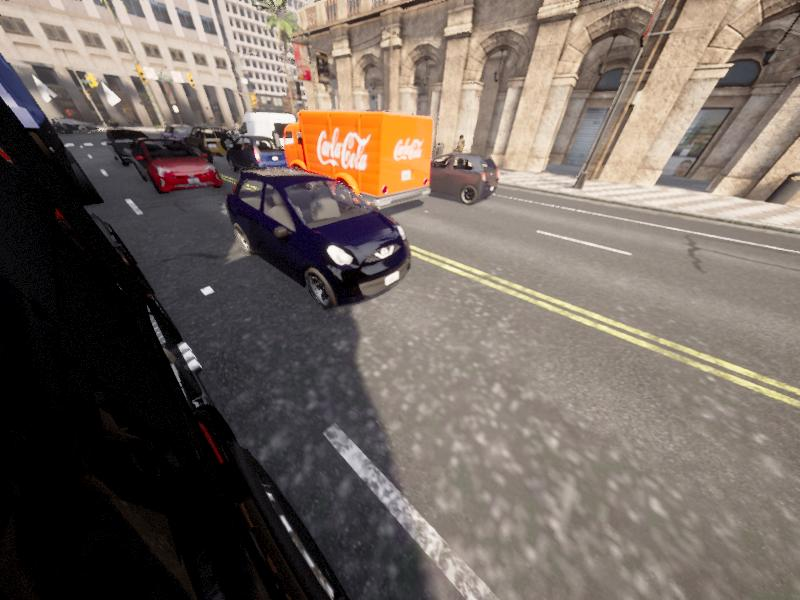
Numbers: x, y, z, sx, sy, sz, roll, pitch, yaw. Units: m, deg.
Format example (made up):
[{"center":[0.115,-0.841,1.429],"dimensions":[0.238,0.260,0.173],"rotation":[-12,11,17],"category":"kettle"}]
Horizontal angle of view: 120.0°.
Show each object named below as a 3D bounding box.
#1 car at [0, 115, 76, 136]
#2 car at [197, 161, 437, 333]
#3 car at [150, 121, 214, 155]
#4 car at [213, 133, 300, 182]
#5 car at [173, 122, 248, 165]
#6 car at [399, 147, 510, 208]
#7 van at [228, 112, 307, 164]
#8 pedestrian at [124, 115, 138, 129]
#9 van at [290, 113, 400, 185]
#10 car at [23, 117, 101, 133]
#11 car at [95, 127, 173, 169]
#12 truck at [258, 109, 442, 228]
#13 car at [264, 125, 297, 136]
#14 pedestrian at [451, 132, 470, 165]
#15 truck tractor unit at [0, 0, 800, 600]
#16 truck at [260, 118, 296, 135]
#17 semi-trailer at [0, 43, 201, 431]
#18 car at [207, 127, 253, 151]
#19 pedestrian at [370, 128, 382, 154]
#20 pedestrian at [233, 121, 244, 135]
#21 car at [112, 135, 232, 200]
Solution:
[{"center":[-37.725,-18.261,24.207],"dimensions":[1.851,1.617,3.988],"rotation":[28,44,30],"category":"car"},{"center":[-1.489,-1.314,4.038],"dimensions":[3.633,1.501,1.845],"rotation":[28,44,30],"category":"car"},{"center":[-16.434,-12.258,17.436],"dimensions":[4.553,1.767,2.097],"rotation":[29,44,30],"category":"car"},{"center":[-7.041,-7.112,11.342],"dimensions":[3.988,1.617,1.851],"rotation":[28,44,30],"category":"car"},{"center":[-11.810,-9.807,14.399],"dimensions":[4.605,1.855,1.932],"rotation":[28,44,30],"category":"car"},{"center":[1.970,-4.959,9.124],"dimensions":[3.633,1.501,1.845],"rotation":[28,44,30],"category":"car"},{"center":[-9.336,-11.497,16.265],"dimensions":[5.915,2.561,1.988],"rotation":[29,44,30],"category":"van"},{"center":[-43.952,-29.068,37.709],"dimensions":[0.751,1.860,0.751],"rotation":[-29,47,-35],"category":"pedestrian"},{"center":[-2.952,-8.036,12.064],"dimensions":[5.915,2.561,1.988],"rotation":[28,44,30],"category":"van"},{"center":[-41.930,-21.834,28.876],"dimensions":[2.033,1.411,5.357],"rotation":[29,44,30],"category":"car"},{"center":[-14.807,-8.543,12.837],"dimensions":[4.892,1.490,1.837],"rotation":[29,44,30],"category":"car"},{"center":[-1.718,-4.581,7.594],"dimensions":[5.204,2.467,2.627],"rotation":[28,44,30],"category":"truck"},{"center":[-22.305,-31.779,43.351],"dimensions":[2.163,1.488,4.792],"rotation":[29,44,30],"category":"car"},{"center":[4.294,-10.741,16.418],"dimensions":[0.751,1.860,0.751],"rotation":[27,43,28],"category":"pedestrian"},{"center":[-2.645,-0.295,0.351],"dimensions":[6.516,4.208,3.053],"rotation":[28,44,30],"category":"truck tractor unit"},{"center":[-24.058,-34.216,45.661],"dimensions":[2.627,2.467,5.204],"rotation":[29,44,30],"category":"truck"},{"center":[-8.689,-3.617,4.227],"dimensions":[14.254,4.402,2.717],"rotation":[28,44,30],"category":"semi-trailer"},{"center":[-14.826,-14.038,20.135],"dimensions":[3.633,1.501,1.845],"rotation":[29,44,30],"category":"car"},{"center":[-2.094,-13.803,20.084],"dimensions":[0.751,1.860,0.751],"rotation":[-21,43,-28],"category":"pedestrian"},{"center":[-26.663,-28.360,38.148],"dimensions":[0.751,1.860,0.751],"rotation":[27,43,28],"category":"pedestrian"},{"center":[-8.678,-5.212,8.768],"dimensions":[4.514,1.525,2.007],"rotation":[29,44,30],"category":"car"}]
